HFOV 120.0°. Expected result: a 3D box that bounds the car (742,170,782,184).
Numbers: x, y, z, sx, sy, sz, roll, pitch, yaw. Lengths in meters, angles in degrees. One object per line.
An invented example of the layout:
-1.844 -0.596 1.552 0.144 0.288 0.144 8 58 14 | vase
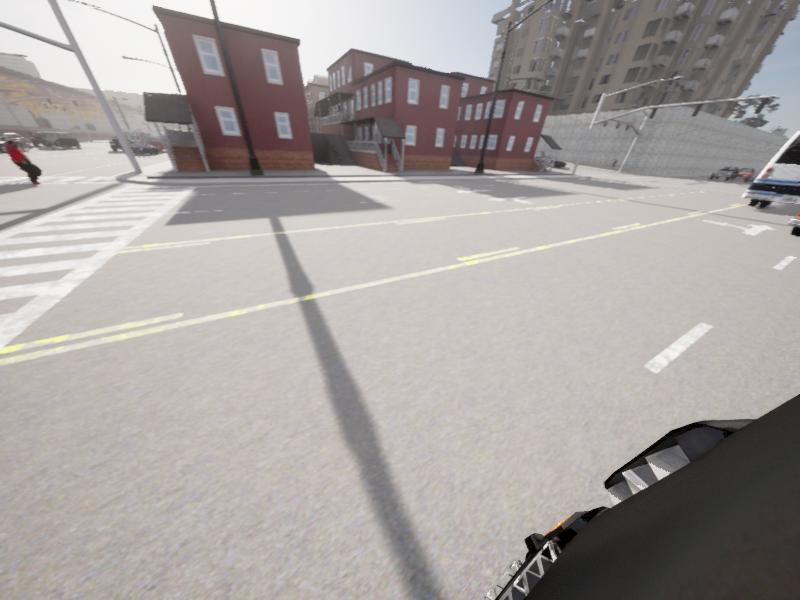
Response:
52.719 -17.950 33.649 4.856 1.649 2.033 -14 37 -24 | car

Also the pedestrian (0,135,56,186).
-16.776 -6.160 10.265 0.751 1.860 0.751 -16 38 -26 | pedestrian

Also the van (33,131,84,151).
-45.414 -21.335 30.933 1.775 1.987 4.442 -14 38 -24 | van

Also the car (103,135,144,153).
-37.966 -21.499 31.854 1.932 1.855 4.605 -14 37 -24 | car

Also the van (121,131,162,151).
-41.665 -25.752 37.501 2.351 2.431 6.366 -14 37 -24 | van

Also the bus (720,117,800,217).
25.174 -7.701 13.670 10.273 4.253 3.944 -14 37 -24 | bus

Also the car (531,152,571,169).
25.244 -23.362 38.742 1.930 1.638 5.238 -14 43 -24 | car

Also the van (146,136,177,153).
-35.977 -23.530 34.971 1.775 1.987 4.442 -15 37 -24 | van

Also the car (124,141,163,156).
-32.133 -19.100 29.135 1.994 1.385 4.181 -14 37 -24 | car

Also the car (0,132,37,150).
-47.176 -18.959 27.500 2.242 1.667 4.611 -14 37 -24 | car

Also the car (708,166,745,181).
50.925 -19.779 36.046 4.605 1.855 1.932 -14 37 -24 | car

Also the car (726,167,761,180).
59.607 -21.964 40.093 4.553 1.767 2.097 -14 37 -24 | car

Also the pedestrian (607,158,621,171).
36.399 -23.073 39.310 0.751 1.860 0.751 -13 37 -22 | pedestrian

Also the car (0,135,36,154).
-40.481 -15.766 23.347 1.837 1.490 4.892 -14 37 -24 | car

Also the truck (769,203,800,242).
16.724 -3.071 7.645 5.204 2.467 2.627 -8 35 -16 | truck
